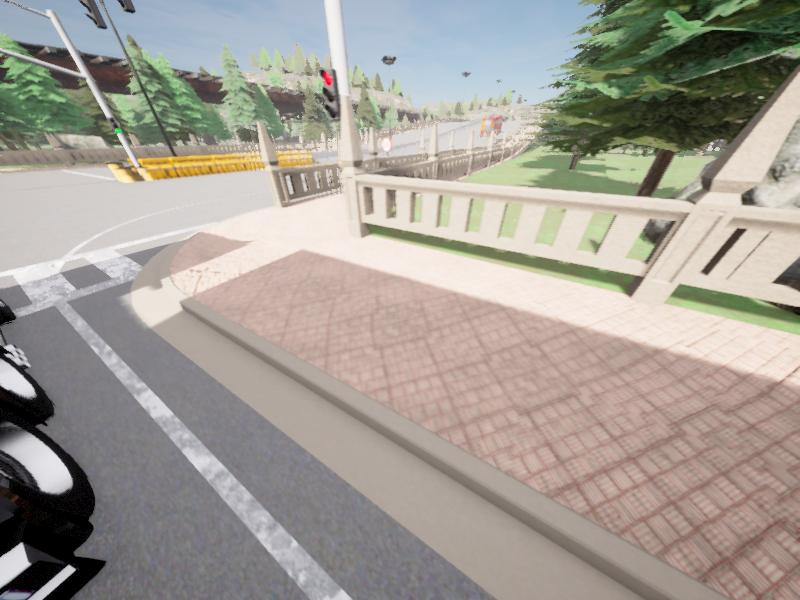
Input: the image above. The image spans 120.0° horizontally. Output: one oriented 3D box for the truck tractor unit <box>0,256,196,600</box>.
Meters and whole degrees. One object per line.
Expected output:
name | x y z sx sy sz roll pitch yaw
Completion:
truck tractor unit | -5.100 -0.311 0.801 6.516 4.208 3.053 19 39 25
